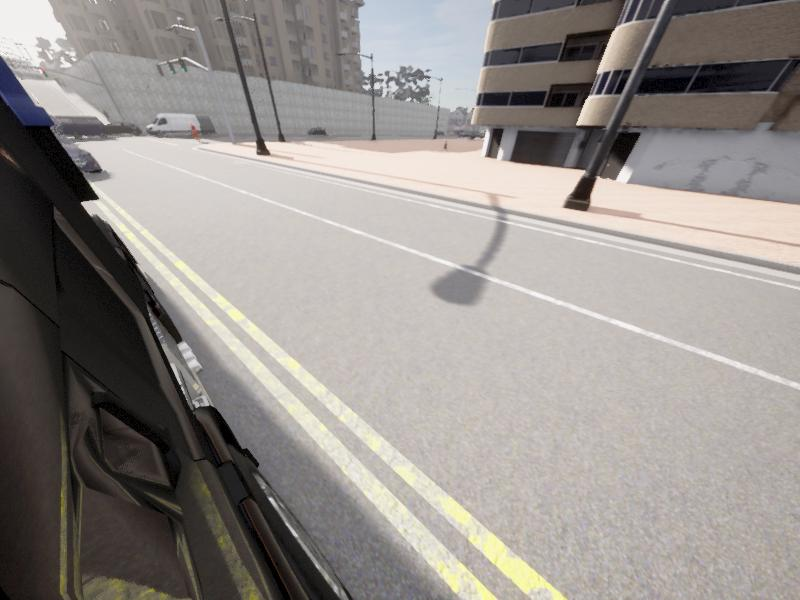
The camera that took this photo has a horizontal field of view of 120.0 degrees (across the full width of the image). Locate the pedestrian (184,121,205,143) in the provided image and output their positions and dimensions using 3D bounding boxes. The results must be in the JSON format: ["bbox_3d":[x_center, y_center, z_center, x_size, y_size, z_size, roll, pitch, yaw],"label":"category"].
[{"bbox_3d":[-21.708,-17.712,24.418,0.751,1.860,0.751,23,41,25],"label":"pedestrian"}]

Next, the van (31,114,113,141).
[{"bbox_3d":[-32.960,-17.560,23.504,1.775,1.987,4.442,0,37,-3],"label":"van"}]

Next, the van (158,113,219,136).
[{"bbox_3d":[-31.376,-26.098,34.520,1.988,2.561,5.915,26,43,28],"label":"van"}]

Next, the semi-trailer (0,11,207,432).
[{"bbox_3d":[-9.014,-3.357,3.909,14.254,4.402,2.717,24,42,26],"label":"semi-trailer"}]

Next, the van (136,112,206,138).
[{"bbox_3d":[-30.387,-23.395,30.973,1.988,2.561,5.915,26,43,28],"label":"van"}]

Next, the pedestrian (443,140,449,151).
[{"bbox_3d":[5.609,-18.841,28.185,0.500,1.100,0.500,-5,37,-10],"label":"pedestrian"}]

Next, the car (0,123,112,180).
[{"bbox_3d":[-15.450,-6.544,10.106,4.856,1.649,2.033,21,37,23],"label":"car"}]

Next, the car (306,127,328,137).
[{"bbox_3d":[-16.497,-33.453,45.999,1.789,1.549,3.705,26,43,28],"label":"car"}]

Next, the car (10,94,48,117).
[{"bbox_3d":[-60.158,-31.524,37.445,4.553,1.767,2.097,36,47,19],"label":"car"}]

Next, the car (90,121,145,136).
[{"bbox_3d":[-36.784,-22.468,30.257,4.193,1.474,1.816,-24,44,-31],"label":"car"}]

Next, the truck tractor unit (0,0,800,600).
[{"bbox_3d":[-2.645,-0.295,0.351,6.516,4.208,3.053,28,44,30],"label":"truck tractor unit"}]
